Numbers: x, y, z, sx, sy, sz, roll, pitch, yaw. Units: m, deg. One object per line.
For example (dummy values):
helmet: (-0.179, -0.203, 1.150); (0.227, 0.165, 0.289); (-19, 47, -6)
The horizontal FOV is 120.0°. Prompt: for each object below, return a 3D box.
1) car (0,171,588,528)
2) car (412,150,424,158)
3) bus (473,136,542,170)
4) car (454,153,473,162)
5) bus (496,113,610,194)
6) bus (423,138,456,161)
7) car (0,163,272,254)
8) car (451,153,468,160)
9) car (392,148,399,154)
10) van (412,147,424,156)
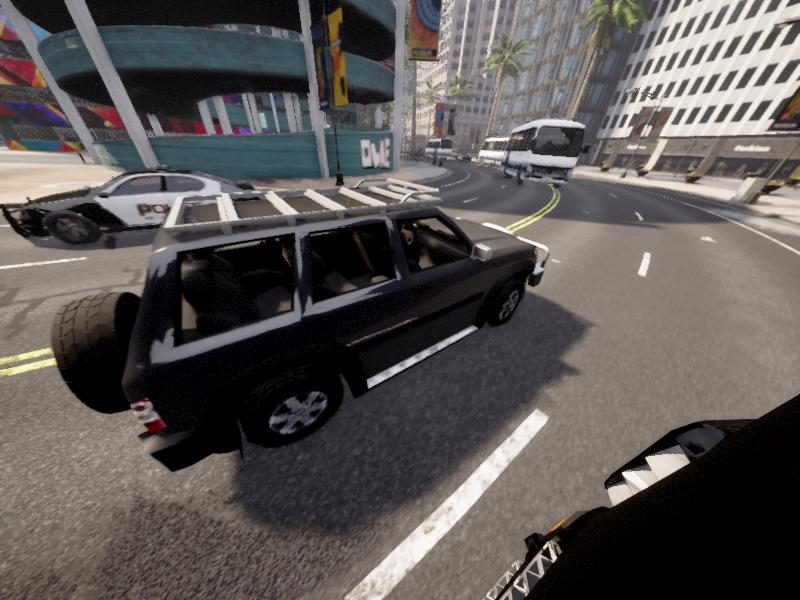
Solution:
car: (-0.214, -0.371, 2.809); (4.605, 1.855, 1.932); (-19, 40, -29)
car: (5.576, -45.668, 72.191); (2.152, 1.651, 5.027); (-6, 35, -14)
bus: (17.787, -25.315, 39.644); (3.944, 4.253, 10.273); (-11, 36, -19)
car: (14.860, -33.629, 54.465); (2.038, 1.542, 4.974); (-6, 34, -13)
bus: (11.508, -12.254, 19.458); (3.944, 4.253, 10.273); (9, 34, 7)
bus: (9.614, -38.190, 58.521); (3.944, 4.253, 10.273); (-6, 35, -14)
car: (-6.576, -2.764, 6.289); (4.974, 1.542, 2.038); (-18, 38, -28)
car: (15.855, -38.183, 61.426); (2.231, 1.521, 4.892); (-6, 35, -14)
car: (-1.845, -61.957, 95.807); (1.932, 1.855, 4.605); (-6, 34, -13)
van: (6.302, -52.259, 81.080); (1.988, 2.561, 5.915); (-6, 35, -14)
